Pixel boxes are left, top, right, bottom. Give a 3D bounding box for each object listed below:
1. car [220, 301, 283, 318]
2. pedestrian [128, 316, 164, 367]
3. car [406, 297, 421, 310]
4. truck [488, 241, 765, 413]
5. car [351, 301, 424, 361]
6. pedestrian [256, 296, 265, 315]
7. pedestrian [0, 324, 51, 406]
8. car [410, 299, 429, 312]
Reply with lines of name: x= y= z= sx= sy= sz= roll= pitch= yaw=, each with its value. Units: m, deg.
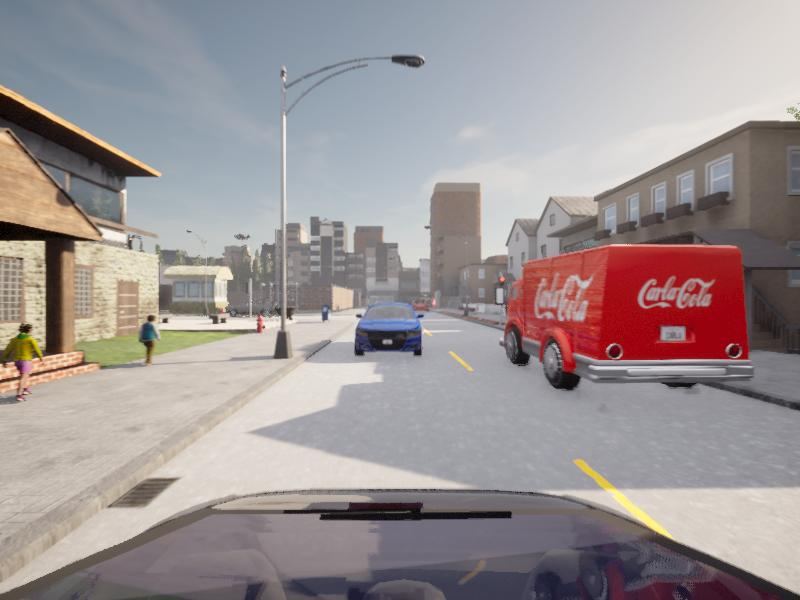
car: x=-13.449 y=0.820 z=36.441 sx=4.902 sy=1.511 sz=2.128 roll=0 pitch=0 yaw=0
pedestrian: x=-5.641 y=0.908 z=8.912 sx=0.500 sy=1.100 sz=0.500 roll=0 pitch=0 yaw=-3
car: x=2.246 y=0.544 z=68.209 sx=2.150 sy=2.045 sz=5.566 roll=0 pitch=0 yaw=-3
truck: x=3.876 y=0.362 z=8.383 sx=2.627 sy=2.467 sz=5.204 roll=0 pitch=1 yaw=-3
car: x=-0.302 y=0.818 z=12.863 sx=1.882 sy=1.535 sz=5.008 roll=0 pitch=0 yaw=1
pedestrian: x=-14.095 y=0.515 z=40.308 sx=0.751 sy=1.860 sz=0.751 roll=0 pitch=0 yaw=-12
pedestrian: x=-5.492 y=0.909 z=5.766 sx=0.500 sy=1.100 sz=0.500 roll=0 pitch=0 yaw=-9
car: x=2.620 y=0.738 z=55.265 sx=2.242 sy=1.667 sz=4.611 roll=0 pitch=0 yaw=-3
